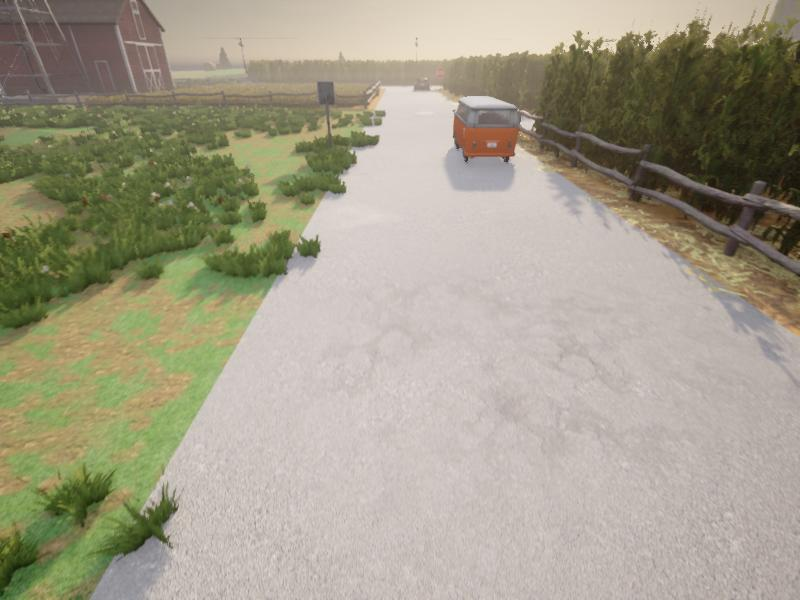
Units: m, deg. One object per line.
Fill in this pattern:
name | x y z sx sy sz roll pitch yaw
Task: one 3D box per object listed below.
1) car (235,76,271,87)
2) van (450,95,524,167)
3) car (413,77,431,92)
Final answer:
car | -24.133 -35.985 65.898 4.974 1.542 2.038 0 30 0
van | 3.112 -6.590 15.294 1.775 1.987 4.442 0 31 0
car | 3.120 -30.942 57.343 2.242 1.667 4.611 0 30 0
